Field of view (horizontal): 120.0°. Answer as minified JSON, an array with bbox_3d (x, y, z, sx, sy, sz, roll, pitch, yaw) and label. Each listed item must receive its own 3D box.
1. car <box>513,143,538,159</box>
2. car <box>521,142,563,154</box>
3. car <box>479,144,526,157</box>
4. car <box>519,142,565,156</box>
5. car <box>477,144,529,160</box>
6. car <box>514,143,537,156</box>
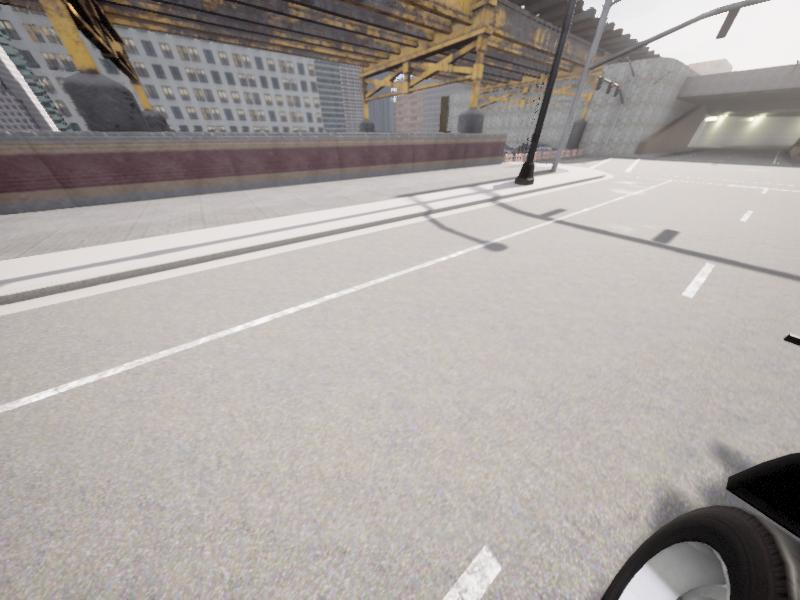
[{"bbox_3d":[15.555,-18.699,28.891,2.038,1.542,4.974,11,37,15],"label":"car"},{"bbox_3d":[19.452,-20.985,31.822,4.536,1.218,1.853,-4,35,-5],"label":"car"},{"bbox_3d":[11.730,-17.291,26.657,4.536,1.218,1.853,5,36,7],"label":"car"},{"bbox_3d":[19.504,-20.860,31.918,4.974,1.542,2.038,-4,35,-5],"label":"car"},{"bbox_3d":[11.782,-17.158,26.741,4.974,1.542,2.038,5,36,7],"label":"car"},{"bbox_3d":[15.570,-18.857,28.841,1.853,1.218,4.536,11,37,15],"label":"car"}]
